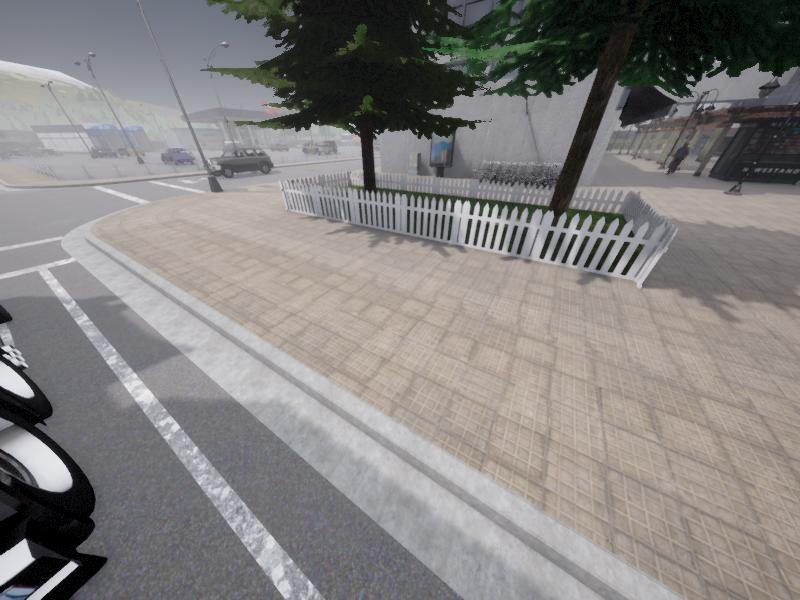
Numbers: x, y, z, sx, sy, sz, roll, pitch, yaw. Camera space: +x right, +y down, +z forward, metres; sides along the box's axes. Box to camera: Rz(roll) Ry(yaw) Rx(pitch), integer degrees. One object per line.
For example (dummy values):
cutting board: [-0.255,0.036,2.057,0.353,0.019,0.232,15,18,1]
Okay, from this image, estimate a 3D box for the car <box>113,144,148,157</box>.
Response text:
car: [-43.983,-24.339,37.660,5.027,1.636,2.152,19,39,26]

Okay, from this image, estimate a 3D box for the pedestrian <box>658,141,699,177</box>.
pedestrian: [17.333,-8.789,14.433,0.751,1.860,0.751,-17,38,-23]

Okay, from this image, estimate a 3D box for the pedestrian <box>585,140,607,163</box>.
pedestrian: [19.639,-14.895,23.158,0.751,1.860,0.751,0,35,1]

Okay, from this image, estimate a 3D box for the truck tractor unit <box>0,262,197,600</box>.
truck tractor unit: [-5.107,-0.305,0.785,6.516,4.208,3.053,19,39,24]

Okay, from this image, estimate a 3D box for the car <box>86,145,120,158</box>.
car: [-45.597,-22.788,35.462,4.514,1.523,2.007,19,39,26]

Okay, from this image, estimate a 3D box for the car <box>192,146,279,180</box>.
car: [-12.132,-10.488,17.474,1.932,1.855,4.605,19,39,26]

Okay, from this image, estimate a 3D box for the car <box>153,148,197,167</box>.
car: [-23.494,-14.975,24.140,3.633,1.501,1.845,19,39,26]
